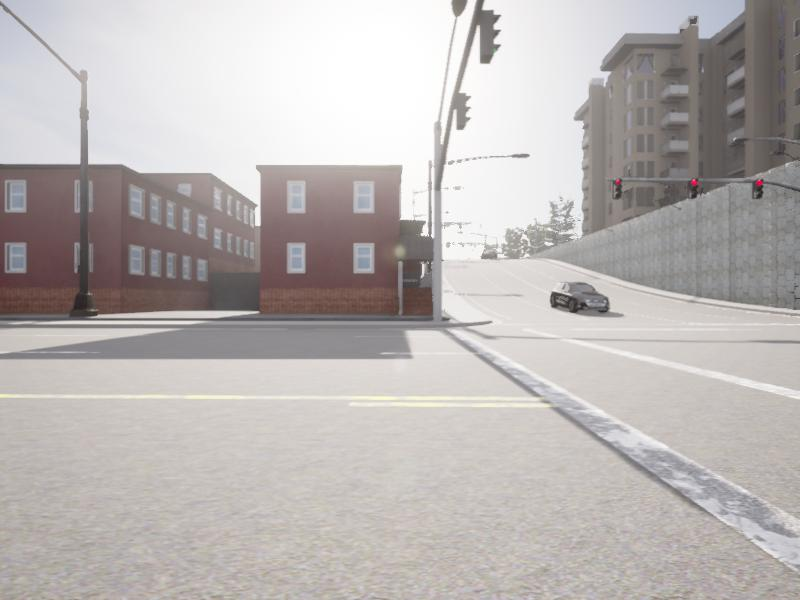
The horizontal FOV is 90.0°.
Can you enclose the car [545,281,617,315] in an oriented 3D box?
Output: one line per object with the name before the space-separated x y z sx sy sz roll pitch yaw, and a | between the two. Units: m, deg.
car | 10.439 -0.232 23.536 2.033 1.649 4.856 0 5 1
